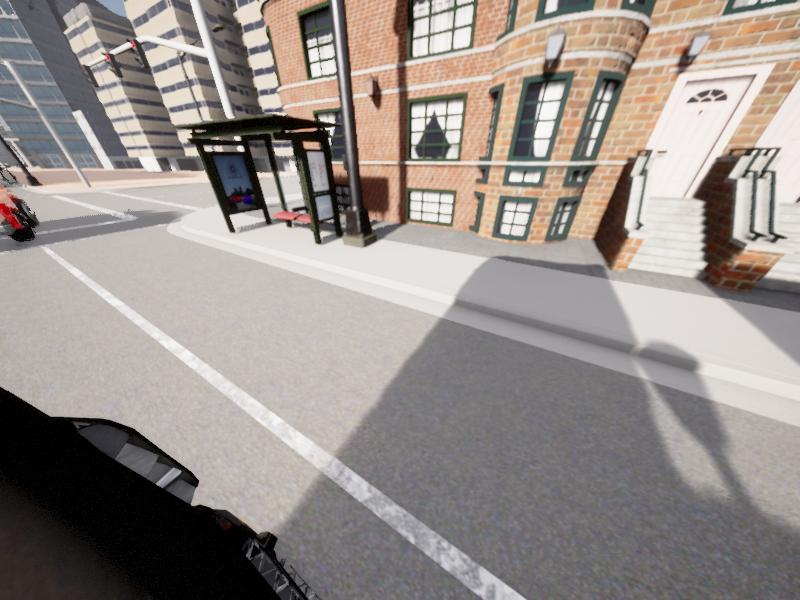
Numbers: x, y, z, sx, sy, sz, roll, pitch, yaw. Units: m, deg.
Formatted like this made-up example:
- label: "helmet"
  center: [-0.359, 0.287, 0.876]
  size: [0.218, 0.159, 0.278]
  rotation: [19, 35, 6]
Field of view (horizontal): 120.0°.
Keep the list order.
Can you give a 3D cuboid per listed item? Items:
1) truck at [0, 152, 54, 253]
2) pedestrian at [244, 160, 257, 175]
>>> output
- label: "truck"
  center: [-13.755, -3.002, 6.910]
  size: [5.204, 2.467, 2.627]
  rotation: [25, 41, 35]
- label: "pedestrian"
  center: [-22.291, -19.737, 34.465]
  size: [0.751, 1.860, 0.751]
  rotation: [12, 34, 20]
